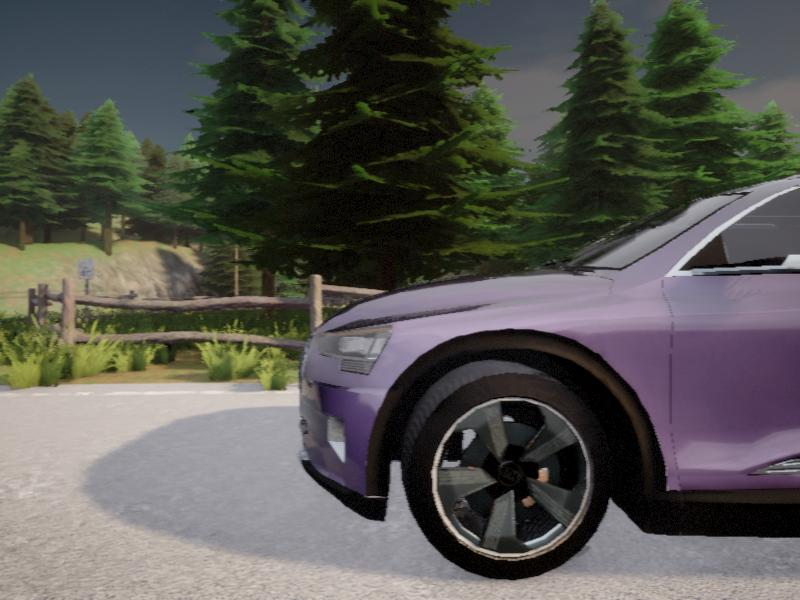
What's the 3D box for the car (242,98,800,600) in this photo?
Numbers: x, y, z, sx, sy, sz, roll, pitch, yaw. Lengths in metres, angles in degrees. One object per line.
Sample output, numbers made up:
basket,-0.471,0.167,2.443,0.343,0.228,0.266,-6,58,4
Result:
car,1.927,0.175,2.285,4.856,1.649,2.033,0,0,2
